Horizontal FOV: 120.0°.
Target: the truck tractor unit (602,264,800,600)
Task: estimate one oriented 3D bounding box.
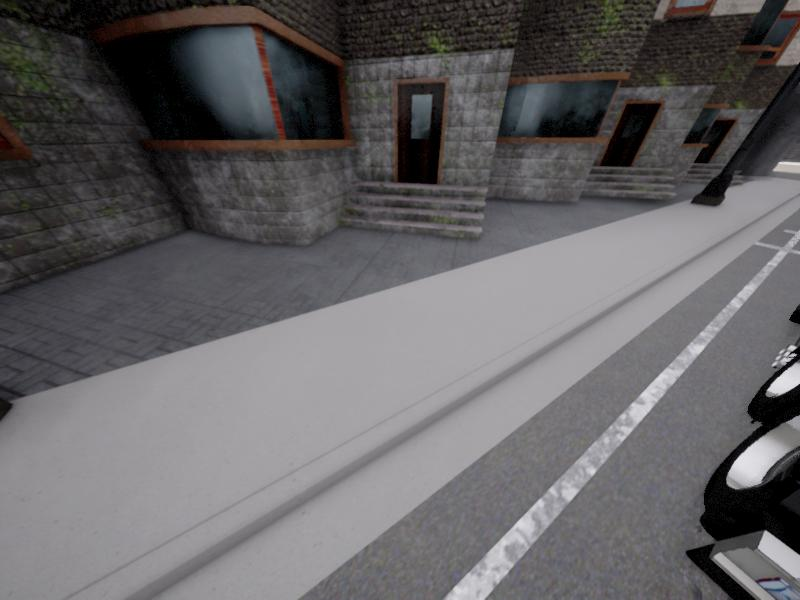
[{"bbox_3d":[5.109,-0.302,0.783,6.516,4.208,3.053,-18,39,-24],"label":"truck tractor unit"}]
